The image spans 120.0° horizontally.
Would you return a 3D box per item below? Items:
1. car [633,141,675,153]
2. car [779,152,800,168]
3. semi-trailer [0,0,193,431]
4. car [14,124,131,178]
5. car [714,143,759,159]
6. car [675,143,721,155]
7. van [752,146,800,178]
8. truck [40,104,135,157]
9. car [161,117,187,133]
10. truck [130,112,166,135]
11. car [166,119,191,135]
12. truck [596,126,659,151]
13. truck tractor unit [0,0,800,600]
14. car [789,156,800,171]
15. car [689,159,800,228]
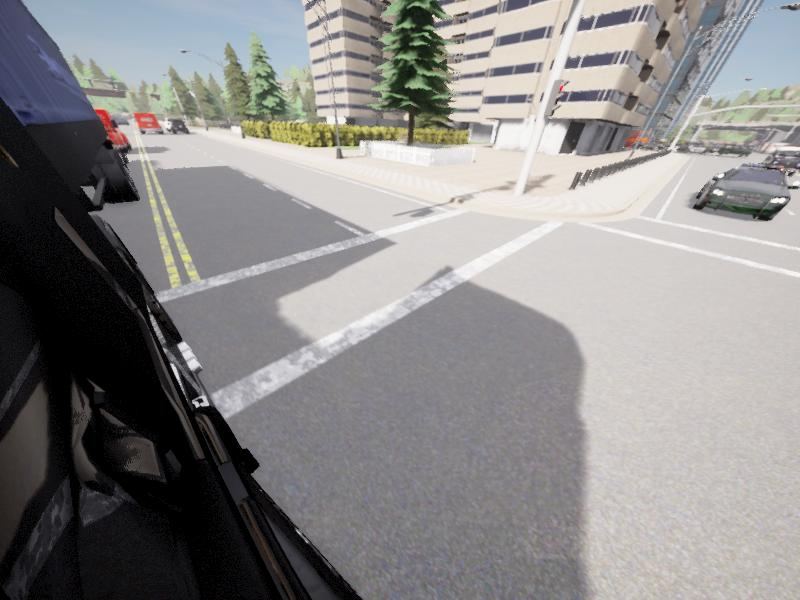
[{"bbox_3d":[49.443,-29.963,45.144,1.930,1.638,5.238,-28,47,-34],"label":"car"},{"bbox_3d":[49.062,-17.159,28.300,4.674,1.442,1.812,-27,46,-34],"label":"car"},{"bbox_3d":[-8.255,-3.870,4.623,2.717,4.402,14.254,-29,47,-35],"label":"semi-trailer"},{"bbox_3d":[-14.717,-7.088,10.819,2.242,1.667,4.611,-27,46,-34],"label":"car"},{"bbox_3d":[56.712,-25.231,39.081,1.905,1.878,3.866,-28,47,-34],"label":"car"},{"bbox_3d":[56.682,-28.840,44.125,4.974,1.542,2.038,17,39,18],"label":"car"},{"bbox_3d":[33.469,-12.118,20.135,4.480,2.038,2.069,-27,46,-34],"label":"van"},{"bbox_3d":[-20.592,-11.476,15.648,2.627,2.467,5.204,-27,46,-34],"label":"truck"},{"bbox_3d":[-39.450,-30.521,40.263,2.150,2.045,5.566,-27,46,-34],"label":"car"},{"bbox_3d":[-36.641,-25.648,33.579,2.627,2.467,5.204,-28,46,-34],"label":"truck"},{"bbox_3d":[-34.689,-27.182,36.226,1.905,1.878,3.866,-27,46,-34],"label":"car"},{"bbox_3d":[48.391,-34.642,49.493,2.891,3.827,8.468,-28,46,-34],"label":"truck"},{"bbox_3d":[-2.645,-0.295,0.351,6.516,4.208,3.053,28,44,30],"label":"truck tractor unit"},{"bbox_3d":[43.926,-14.424,24.464,4.718,1.301,1.895,-27,46,-34],"label":"car"},{"bbox_3d":[13.488,-4.383,9.033,4.974,1.542,2.038,-27,46,-33],"label":"car"}]
